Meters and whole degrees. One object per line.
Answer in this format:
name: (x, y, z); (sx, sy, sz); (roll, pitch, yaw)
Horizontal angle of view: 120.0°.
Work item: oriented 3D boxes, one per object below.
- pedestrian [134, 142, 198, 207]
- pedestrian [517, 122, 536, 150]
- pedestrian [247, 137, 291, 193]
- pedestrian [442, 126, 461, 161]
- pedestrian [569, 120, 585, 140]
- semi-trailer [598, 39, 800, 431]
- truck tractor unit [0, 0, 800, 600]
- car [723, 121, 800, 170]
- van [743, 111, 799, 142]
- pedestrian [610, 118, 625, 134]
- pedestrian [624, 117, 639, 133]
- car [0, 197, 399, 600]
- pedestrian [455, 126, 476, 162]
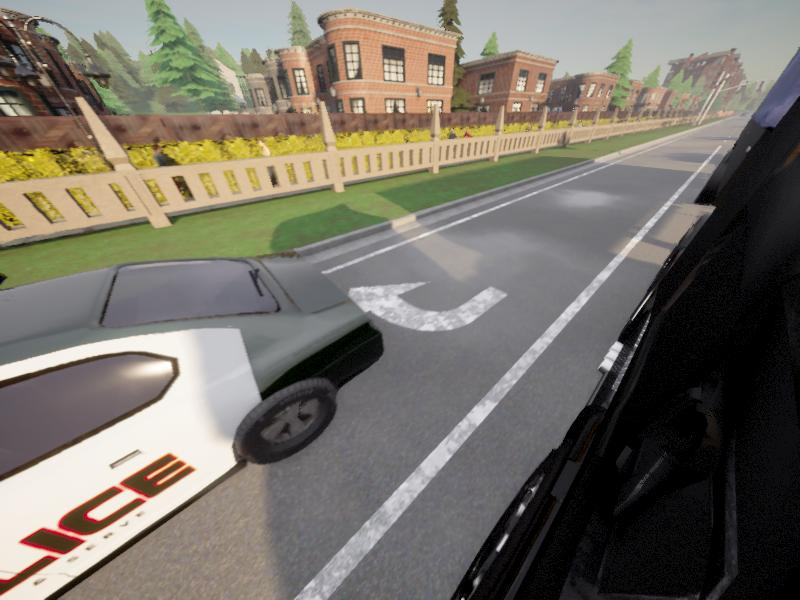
pedestrian: (-8.028, -4.338, 8.035); (0.751, 1.860, 0.751); (-27, 43, -29)
pedestrian: (10.910, -14.169, 19.977); (0.751, 1.860, 0.751); (-29, 44, -30)
pedestrian: (-5.246, -5.449, 9.347); (0.751, 1.860, 0.751); (25, 45, 32)
pedestrian: (3.450, -10.500, 15.544); (0.751, 1.860, 0.751); (-29, 44, -30)
pedestrian: (20.085, -19.290, 26.239); (0.751, 1.860, 0.751); (-29, 44, -30)
semi-trailer: (8.672, -3.621, 4.257); (14.254, 4.402, 2.717); (-28, 44, -30)
truck tractor unit: (2.645, -0.295, 0.351); (6.516, 4.208, 3.053); (-28, 44, -30)
car: (18.966, -8.002, 11.795); (5.027, 1.651, 2.152); (-28, 44, -30)
van: (33.273, -15.586, 20.722); (4.442, 1.987, 1.775); (-25, 42, -27)
pedestrian: (31.316, -25.109, 33.315); (0.751, 1.860, 0.751); (-25, 42, -27)
pedestrian: (34.757, -26.284, 34.672); (0.751, 1.860, 0.751); (-27, 43, -29)
car: (-2.597, 0.853, 1.376); (4.974, 1.542, 2.038); (-29, 44, -30)
pedestrian: (4.201, -10.001, 14.836); (0.751, 1.860, 0.751); (-28, 44, -29)
